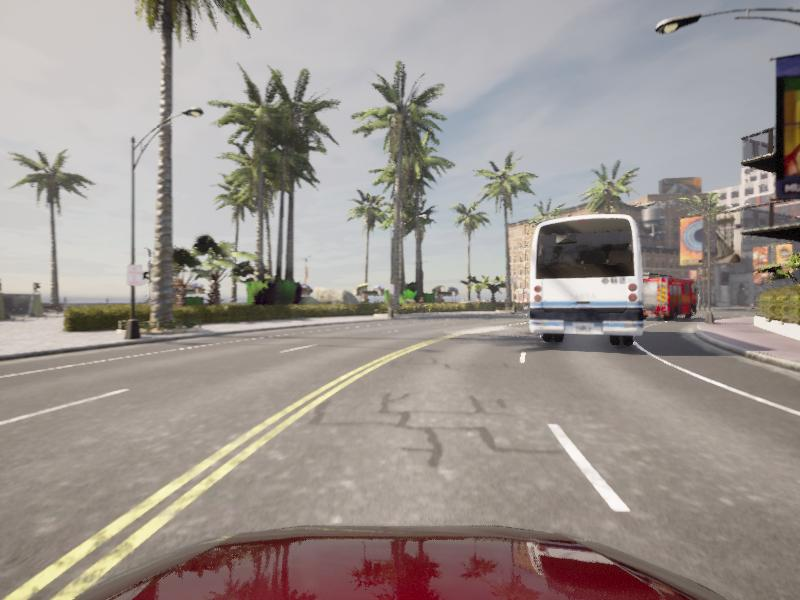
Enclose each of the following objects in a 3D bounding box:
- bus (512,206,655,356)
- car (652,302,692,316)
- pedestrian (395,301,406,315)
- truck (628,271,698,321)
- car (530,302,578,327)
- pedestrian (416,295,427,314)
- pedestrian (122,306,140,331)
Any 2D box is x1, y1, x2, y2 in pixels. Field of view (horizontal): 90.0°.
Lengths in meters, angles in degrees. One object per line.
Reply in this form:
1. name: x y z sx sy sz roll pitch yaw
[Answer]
1. bus: 7.778 -0.527 16.860 3.944 4.253 10.273 0 0 27
2. car: 29.579 0.932 43.455 4.181 1.385 1.994 0 0 -31
3. pedestrian: 0.093 0.760 38.854 0.751 1.300 0.751 0 0 40
4. truck: 22.787 -0.302 34.454 8.468 3.827 2.891 0 0 -42
5. car: 10.073 0.860 26.064 1.970 1.475 3.806 0 0 36
6. pedestrian: 2.189 0.482 40.304 0.751 1.860 0.751 0 0 42
7. pedestrian: -12.386 0.850 18.442 0.500 1.100 0.500 0 0 22
